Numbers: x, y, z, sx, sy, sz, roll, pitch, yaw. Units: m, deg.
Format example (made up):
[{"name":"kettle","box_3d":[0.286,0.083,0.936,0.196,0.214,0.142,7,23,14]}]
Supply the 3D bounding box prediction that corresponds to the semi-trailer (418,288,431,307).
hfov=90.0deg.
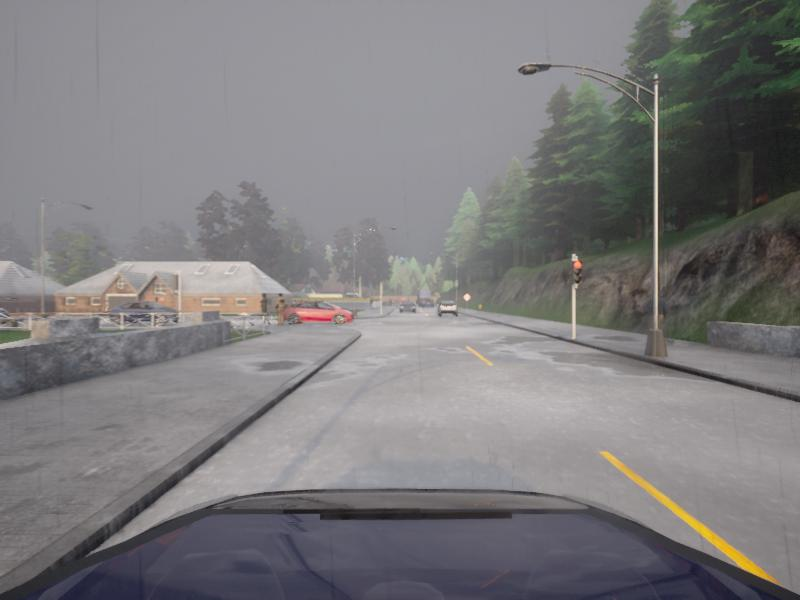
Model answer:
[{"name":"semi-trailer","box_3d":[5.917,-0.663,99.623,2.717,4.402,14.254,0,0,1]}]

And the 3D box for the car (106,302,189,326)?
[{"name":"car","box_3d":[-16.029,0.842,25.518,4.193,1.474,1.816,0,0,1]}]

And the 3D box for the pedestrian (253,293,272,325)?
[{"name":"pedestrian","box_3d":[-7.996,0.513,23.258,0.751,1.860,0.751,0,0,25]}]

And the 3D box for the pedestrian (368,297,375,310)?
[{"name":"pedestrian","box_3d":[-4.294,0.506,60.919,0.751,1.860,0.751,0,0,27]}]

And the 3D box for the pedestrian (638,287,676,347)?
[{"name":"pedestrian","box_3d":[8.228,0.528,12.820,0.751,1.860,0.751,0,0,2]}]

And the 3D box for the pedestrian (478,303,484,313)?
[{"name":"pedestrian","box_3d":[9.042,0.894,44.736,0.500,1.100,0.500,0,0,36]}]

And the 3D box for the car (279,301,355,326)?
[{"name":"car","box_3d":[-5.207,0.817,25.599,4.514,1.525,2.007,0,0,-4]}]

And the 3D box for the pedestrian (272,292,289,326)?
[{"name":"pedestrian","box_3d":[-6.860,0.505,22.989,0.751,1.860,0.751,0,0,-31]}]

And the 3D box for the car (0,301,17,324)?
[{"name":"car","box_3d":[-27.336,0.814,25.728,3.633,1.501,1.845,0,0,1]}]

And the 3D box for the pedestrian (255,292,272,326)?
[{"name":"pedestrian","box_3d":[-7.743,0.505,22.721,0.751,1.860,0.751,0,0,-2]}]

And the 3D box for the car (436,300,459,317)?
[{"name":"car","box_3d":[4.674,0.811,39.975,2.007,1.525,4.514,0,0,3]}]

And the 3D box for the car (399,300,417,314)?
[{"name":"car","box_3d":[0.949,0.804,48.800,2.038,1.542,4.974,0,0,1]}]

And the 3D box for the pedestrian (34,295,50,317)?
[{"name":"pedestrian","box_3d":[-31.296,0.515,34.991,0.751,1.860,0.751,0,0,1]}]
